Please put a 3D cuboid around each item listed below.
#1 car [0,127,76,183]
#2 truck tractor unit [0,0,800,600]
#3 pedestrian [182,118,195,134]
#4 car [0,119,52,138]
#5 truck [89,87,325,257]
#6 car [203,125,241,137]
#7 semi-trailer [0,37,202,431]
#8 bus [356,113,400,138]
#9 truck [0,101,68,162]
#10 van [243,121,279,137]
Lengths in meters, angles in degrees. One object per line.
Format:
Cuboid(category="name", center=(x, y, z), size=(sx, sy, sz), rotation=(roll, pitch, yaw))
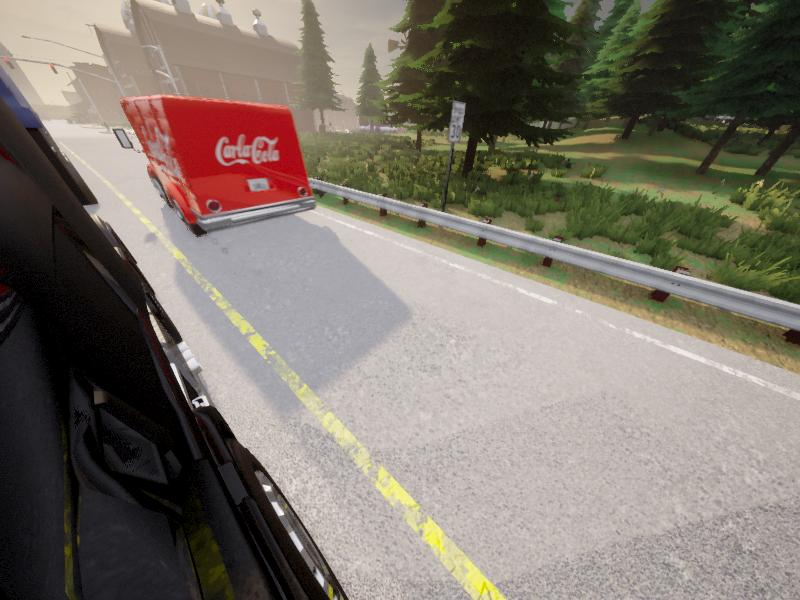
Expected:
Cuboid(category="car", center=(-16.060, -6.230, 9.717), size=(4.902, 1.511, 2.128), rotation=(27, 43, 29))
Cuboid(category="truck tractor unit", center=(-2.645, -0.295, 0.351), size=(6.516, 4.208, 3.053), rotation=(28, 44, 30))
Cuboid(category="pedestrian", center=(-32.776, -26.991, 35.864), size=(0.751, 1.860, 0.751), rotation=(-26, 45, -33))
Cuboid(category="car", center=(-38.484, -16.897, 22.696), size=(1.994, 1.385, 4.181), rotation=(12, 38, 12))
Cuboid(category="truck", center=(-4.807, -3.468, 5.913), size=(5.204, 2.467, 2.627), rotation=(28, 44, 30))
Cuboid(category="car", center=(-27.759, -26.437, 36.144), size=(1.994, 1.385, 4.181), rotation=(27, 43, 29))
Cuboid(category="semi-trailer", center=(-8.745, -3.574, 4.180), size=(14.254, 4.402, 2.717), rotation=(28, 43, 29))
Cuboid(category="bus", center=(-4.823, -40.448, 53.905), size=(3.944, 4.253, 10.273), rotation=(28, 43, 29))
Cuboid(category="truck", center=(-21.925, -9.539, 12.951), size=(5.204, 2.467, 2.627), rotation=(27, 43, 28))
Cuboid(category="van", center=(-23.829, -29.452, 39.860), size=(2.069, 2.038, 4.480), rotation=(28, 43, 29))
